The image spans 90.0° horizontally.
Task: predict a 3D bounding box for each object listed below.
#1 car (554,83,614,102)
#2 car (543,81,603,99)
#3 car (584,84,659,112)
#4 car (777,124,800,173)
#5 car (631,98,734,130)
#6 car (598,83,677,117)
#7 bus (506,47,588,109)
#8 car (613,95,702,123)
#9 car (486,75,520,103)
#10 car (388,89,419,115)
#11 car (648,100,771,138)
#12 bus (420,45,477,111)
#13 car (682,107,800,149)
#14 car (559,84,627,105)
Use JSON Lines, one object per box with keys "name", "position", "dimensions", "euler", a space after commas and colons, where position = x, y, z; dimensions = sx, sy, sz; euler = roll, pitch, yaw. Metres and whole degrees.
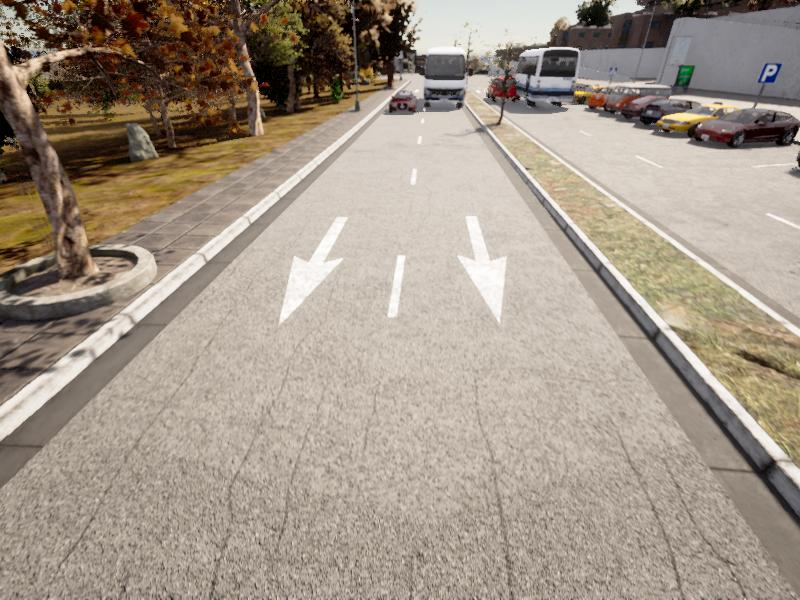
{"name": "car", "position": [18.001, -20.357, 39.216], "dimensions": [4.792, 1.488, 2.163], "euler": [-7, 32, -14]}
{"name": "car", "position": [18.000, -21.892, 41.690], "dimensions": [5.366, 1.575, 1.946], "euler": [-7, 32, -14]}
{"name": "car", "position": [17.337, -15.876, 31.470], "dimensions": [4.553, 1.767, 2.185], "euler": [-7, 32, -14]}
{"name": "car", "position": [15.939, -5.109, 13.628], "dimensions": [4.674, 1.452, 2.002], "euler": [-7, 31, -14]}
{"name": "car", "position": [16.782, -11.170, 23.896], "dimensions": [4.792, 1.488, 2.163], "euler": [-7, 32, -14]}
{"name": "car", "position": [17.055, -14.413, 28.832], "dimensions": [4.442, 1.987, 1.878], "euler": [-7, 32, -14]}
{"name": "bus", "position": [12.565, -19.951, 35.751], "dimensions": [3.944, 4.253, 10.273], "euler": [2, 31, 3]}
{"name": "car", "position": [16.953, -12.681, 26.450], "dimensions": [4.674, 1.452, 2.002], "euler": [-7, 32, -14]}
{"name": "car", "position": [9.857, -20.501, 38.763], "dimensions": [2.150, 2.045, 5.566], "euler": [2, 31, 3]}
{"name": "car", "position": [0.298, -14.677, 29.602], "dimensions": [1.994, 1.385, 4.181], "euler": [2, 31, 3]}
{"name": "car", "position": [16.376, -9.650, 21.254], "dimensions": [5.366, 1.575, 1.946], "euler": [-7, 32, -14]}
{"name": "bus", "position": [3.869, -19.182, 34.350], "dimensions": [3.944, 4.253, 10.273], "euler": [2, 31, 3]}
{"name": "car", "position": [16.321, -8.128, 18.749], "dimensions": [4.792, 1.488, 2.163], "euler": [-7, 32, -14]}
{"name": "car", "position": [17.593, -18.818, 36.592], "dimensions": [5.366, 1.575, 1.946], "euler": [-7, 33, -14]}
